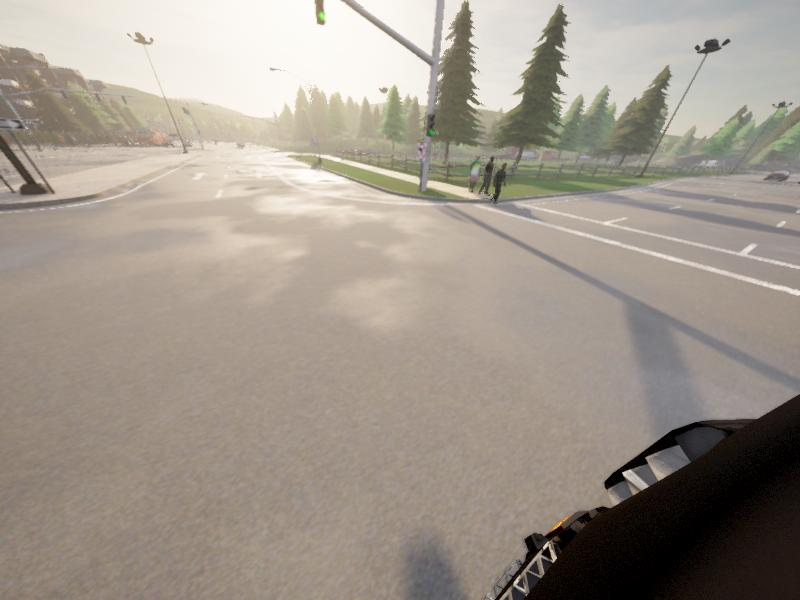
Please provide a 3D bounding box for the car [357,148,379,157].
[{"bbox_3d":[-7.523,-34.966,54.755,4.856,1.649,2.033,-16,38,-26],"label":"car"}]

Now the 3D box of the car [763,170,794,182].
[{"bbox_3d":[61.881,-20.300,37.730,4.674,1.442,1.812,-16,38,-26],"label":"car"}]

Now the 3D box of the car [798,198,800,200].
[{"bbox_3d":[33.588,-8.359,17.638,4.892,1.490,1.837,-11,36,-19],"label":"car"}]

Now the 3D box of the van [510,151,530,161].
[{"bbox_3d":[41.078,-49.229,79.027,6.366,2.431,2.351,-16,38,-26],"label":"van"}]

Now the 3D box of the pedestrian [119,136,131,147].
[{"bbox_3d":[-55.975,-32.327,47.051,0.751,1.860,0.751,18,37,22],"label":"pedestrian"}]

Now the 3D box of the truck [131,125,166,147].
[{"bbox_3d":[-59.087,-38.624,54.595,2.891,3.827,8.468,-16,38,-26],"label":"truck"}]

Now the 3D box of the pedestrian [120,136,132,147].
[{"bbox_3d":[-56.705,-32.851,47.791,0.751,1.860,0.751,-17,38,-28],"label":"pedestrian"}]

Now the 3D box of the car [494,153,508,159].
[{"bbox_3d":[36.574,-52.135,83.682,4.553,1.767,2.097,-16,38,-26],"label":"car"}]

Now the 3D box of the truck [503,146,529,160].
[{"bbox_3d":[41.139,-52.055,82.033,8.468,3.827,2.891,-16,38,-26],"label":"truck"}]

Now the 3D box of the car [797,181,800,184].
[{"bbox_3d":[60.778,-17.721,33.809,4.181,1.385,1.994,-16,38,-26],"label":"car"}]

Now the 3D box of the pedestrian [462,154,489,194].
[{"bbox_3d":[4.124,-6.927,12.717,0.751,1.860,0.751,-8,35,-16],"label":"pedestrian"}]

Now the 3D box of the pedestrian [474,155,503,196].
[{"bbox_3d":[4.637,-6.562,12.203,0.751,1.860,0.751,-15,37,-24],"label":"pedestrian"}]

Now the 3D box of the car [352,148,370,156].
[{"bbox_3d":[-9.614,-36.562,57.101,3.988,1.617,1.851,-16,38,-26],"label":"car"}]

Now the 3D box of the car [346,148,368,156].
[{"bbox_3d":[-11.012,-38.313,59.818,5.027,1.651,2.152,-16,38,-26],"label":"car"}]

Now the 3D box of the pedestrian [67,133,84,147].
[{"bbox_3d":[-55.630,-27.352,39.565,0.751,1.860,0.751,-14,37,-24],"label":"pedestrian"}]

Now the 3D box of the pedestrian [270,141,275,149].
[{"bbox_3d":[-40.359,-49.112,73.214,0.751,1.860,0.751,-15,38,-25],"label":"pedestrian"}]

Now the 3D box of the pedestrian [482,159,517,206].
[{"bbox_3d":[4.676,-5.560,10.968,0.751,1.860,0.751,-12,36,-22],"label":"pedestrian"}]

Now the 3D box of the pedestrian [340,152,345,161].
[{"bbox_3d":[-8.635,-21.471,34.454,0.500,1.100,0.500,-14,37,-23],"label":"pedestrian"}]
